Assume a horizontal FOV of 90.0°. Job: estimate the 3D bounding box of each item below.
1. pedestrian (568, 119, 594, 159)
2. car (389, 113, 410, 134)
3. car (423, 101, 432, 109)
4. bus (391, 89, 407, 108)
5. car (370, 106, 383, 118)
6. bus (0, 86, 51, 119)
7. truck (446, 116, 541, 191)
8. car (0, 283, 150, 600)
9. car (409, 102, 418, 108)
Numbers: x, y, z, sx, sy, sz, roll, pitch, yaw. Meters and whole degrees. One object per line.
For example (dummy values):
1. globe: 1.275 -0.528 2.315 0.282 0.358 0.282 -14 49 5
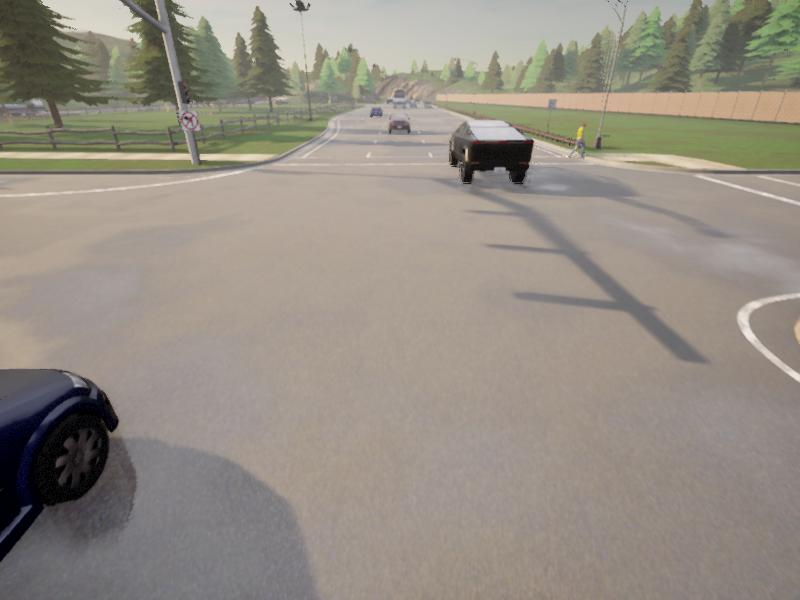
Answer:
1. pedestrian: 9.389 -8.381 20.836 0.751 1.860 0.751 3 27 6
2. car: -0.040 -16.166 36.549 1.812 1.442 4.674 0 27 0
3. car: 6.900 -49.073 100.535 1.851 1.617 3.988 0 27 0
4. bus: -0.229 -52.213 103.691 3.944 4.253 10.273 0 27 0
5. car: -3.567 -28.877 61.293 1.816 1.474 4.193 0 27 0
6. bus: -61.068 -30.727 62.084 3.944 4.253 10.273 0 27 0
7. truck: 3.477 -6.260 16.522 2.390 2.098 6.274 0 27 0
8. car: -3.506 1.490 1.988 1.851 1.617 3.988 0 27 0
9. car: 3.397 -50.355 103.180 2.033 1.411 5.357 0 27 0
